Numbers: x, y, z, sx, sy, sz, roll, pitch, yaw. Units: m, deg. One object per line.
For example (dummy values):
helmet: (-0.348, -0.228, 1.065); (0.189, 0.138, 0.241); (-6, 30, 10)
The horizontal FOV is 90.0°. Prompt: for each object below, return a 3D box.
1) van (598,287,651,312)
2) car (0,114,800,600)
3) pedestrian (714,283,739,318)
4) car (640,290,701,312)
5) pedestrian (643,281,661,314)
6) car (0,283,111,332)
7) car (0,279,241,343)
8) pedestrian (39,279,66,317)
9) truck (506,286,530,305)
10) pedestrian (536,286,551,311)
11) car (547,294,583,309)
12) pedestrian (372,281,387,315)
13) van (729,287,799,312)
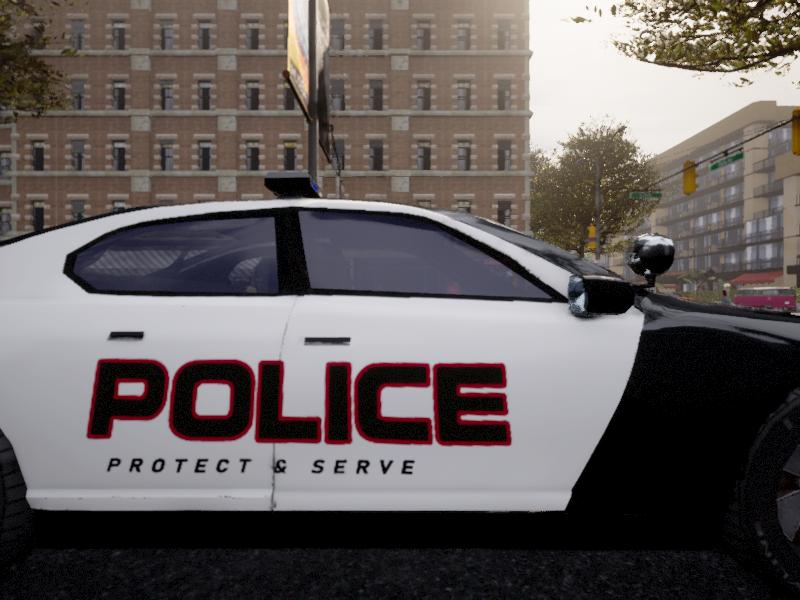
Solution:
van: (19.500, -0.052, 35.025); (2.069, 2.038, 4.480); (0, 0, 0)
car: (-0.058, 0.227, 2.190); (4.974, 1.542, 2.038); (0, 0, 0)
pedestrian: (17.492, 0.016, 21.436); (0.751, 1.860, 0.751); (0, 0, -2)
car: (23.005, 0.066, 34.242); (2.097, 1.767, 4.553); (0, 0, 0)
pedestrian: (14.431, -0.132, 22.905); (0.751, 1.860, 0.751); (0, 0, 24)
car: (-13.114, 0.244, 13.705); (4.974, 1.542, 2.038); (0, 0, 0)
car: (-6.857, 0.254, 10.201); (4.892, 1.490, 1.837); (0, 0, 0)
pedestrian: (-17.699, -0.092, 20.377); (0.751, 1.860, 0.751); (0, 0, 14)
truck: (26.218, -0.956, 89.240); (2.891, 3.827, 8.468); (0, 0, 0)
pedestrian: (10.607, -0.127, 29.628); (0.751, 1.860, 0.751); (0, 0, -9)
car: (19.439, 0.157, 47.393); (2.152, 1.651, 5.027); (0, 0, 0)
pedestrian: (-1.125, -0.113, 21.971); (0.751, 1.860, 0.751); (0, 0, 2)
van: (30.011, -0.039, 33.202); (1.775, 1.987, 4.442); (0, 0, 0)
